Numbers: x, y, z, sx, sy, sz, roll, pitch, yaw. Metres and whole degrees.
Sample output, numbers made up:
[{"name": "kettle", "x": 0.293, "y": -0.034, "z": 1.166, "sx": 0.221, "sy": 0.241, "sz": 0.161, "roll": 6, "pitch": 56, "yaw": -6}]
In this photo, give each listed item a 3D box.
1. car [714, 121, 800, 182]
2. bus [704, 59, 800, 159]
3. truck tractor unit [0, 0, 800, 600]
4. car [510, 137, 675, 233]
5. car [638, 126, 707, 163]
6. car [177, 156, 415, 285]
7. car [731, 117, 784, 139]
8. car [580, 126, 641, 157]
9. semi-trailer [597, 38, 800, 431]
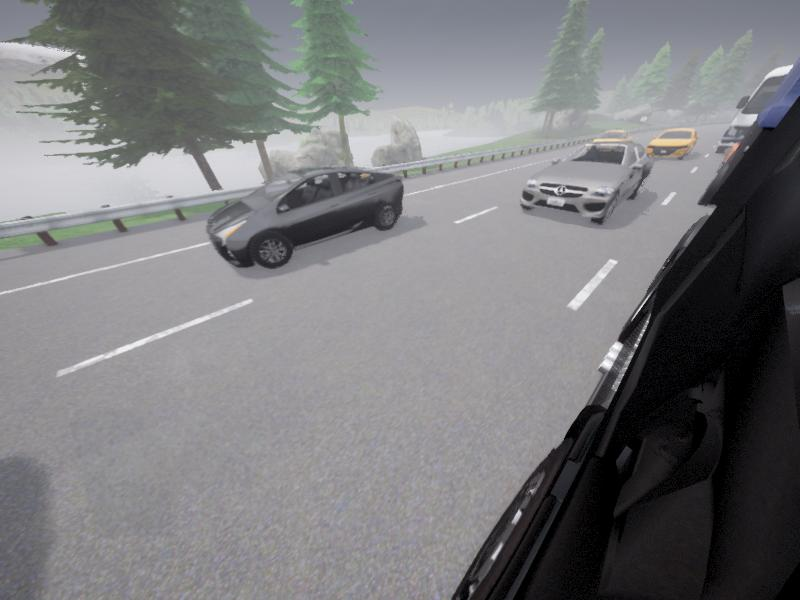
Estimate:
[{"name": "car", "x": 15.936, "y": -6.545, "z": 9.952, "sx": 4.553, "sy": 1.767, "sz": 2.097, "roll": -28, "pitch": 44, "yaw": -30}, {"name": "bus", "x": 24.829, "y": -12.300, "z": 15.069, "sx": 10.273, "sy": 4.253, "sz": 3.944, "roll": -29, "pitch": 44, "yaw": -30}, {"name": "truck tractor unit", "x": 2.645, "y": -0.295, "z": 0.352, "sx": 6.516, "sy": 4.208, "sz": 3.053, "roll": -28, "pitch": 44, "yaw": -30}, {"name": "car", "x": 5.851, "y": -3.764, "z": 6.972, "sx": 5.027, "sy": 1.651, "sz": 2.152, "roll": -28, "pitch": 44, "yaw": -30}, {"name": "car", "x": 17.380, "y": -9.997, "z": 14.696, "sx": 5.008, "sy": 1.535, "sz": 1.882, "roll": -29, "pitch": 44, "yaw": -30}, {"name": "car", "x": -1.968, "y": -2.243, "z": 5.479, "sx": 4.514, "sy": 1.525, "sz": 2.007, "roll": -28, "pitch": 44, "yaw": -30}, {"name": "car", "x": 36.263, "y": -17.532, "z": 23.545, "sx": 4.611, "sy": 1.667, "sz": 2.242, "roll": -28, "pitch": 44, "yaw": -30}, {"name": "car", "x": 15.907, "y": -11.981, "z": 17.396, "sx": 5.366, "sy": 1.575, "sz": 1.801, "roll": -29, "pitch": 44, "yaw": -30}, {"name": "semi-trailer", "x": 8.720, "y": -3.580, "z": 4.221, "sx": 14.254, "sy": 4.402, "sz": 2.717, "roll": -28, "pitch": 44, "yaw": -30}]
